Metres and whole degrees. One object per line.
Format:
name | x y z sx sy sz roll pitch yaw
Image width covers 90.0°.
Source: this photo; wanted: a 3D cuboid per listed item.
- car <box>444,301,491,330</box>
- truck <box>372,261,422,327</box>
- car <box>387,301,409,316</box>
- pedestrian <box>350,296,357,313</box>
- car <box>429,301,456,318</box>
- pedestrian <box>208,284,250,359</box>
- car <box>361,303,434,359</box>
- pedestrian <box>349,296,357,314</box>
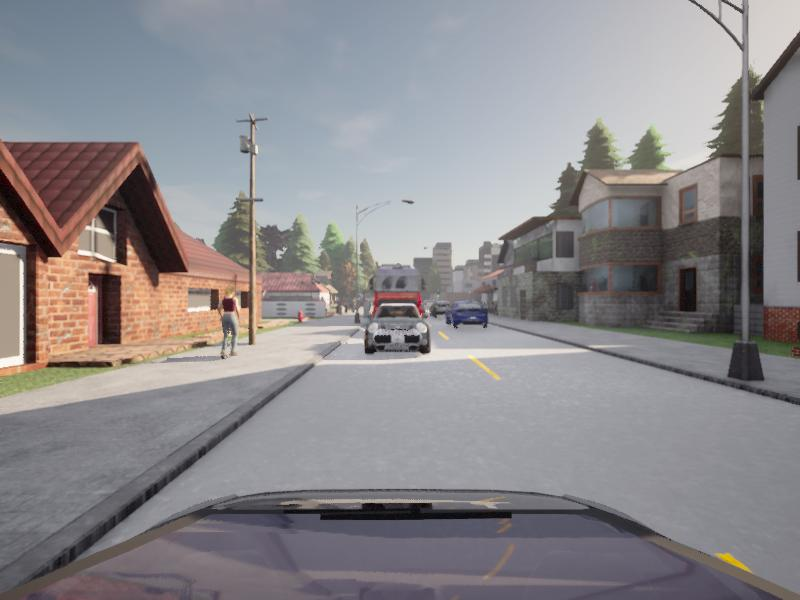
car | 3.867 0.815 23.727 1.882 1.535 5.008 0 0 0
truck | -0.152 -0.331 27.373 2.891 3.827 8.468 0 0 0
car | -0.210 0.823 42.321 2.128 1.511 4.902 0 0 0
pedestrian | -5.286 0.518 45.499 0.751 1.860 0.751 0 0 -2
car | 3.802 0.816 36.568 2.007 1.525 4.514 0 0 0
pedestrian | -4.364 0.529 10.248 0.751 1.860 0.751 0 0 -2
car | -0.075 0.849 12.675 1.970 1.475 3.806 0 0 0
pedestrian | -4.948 0.519 42.232 0.751 1.860 0.751 0 0 -9
